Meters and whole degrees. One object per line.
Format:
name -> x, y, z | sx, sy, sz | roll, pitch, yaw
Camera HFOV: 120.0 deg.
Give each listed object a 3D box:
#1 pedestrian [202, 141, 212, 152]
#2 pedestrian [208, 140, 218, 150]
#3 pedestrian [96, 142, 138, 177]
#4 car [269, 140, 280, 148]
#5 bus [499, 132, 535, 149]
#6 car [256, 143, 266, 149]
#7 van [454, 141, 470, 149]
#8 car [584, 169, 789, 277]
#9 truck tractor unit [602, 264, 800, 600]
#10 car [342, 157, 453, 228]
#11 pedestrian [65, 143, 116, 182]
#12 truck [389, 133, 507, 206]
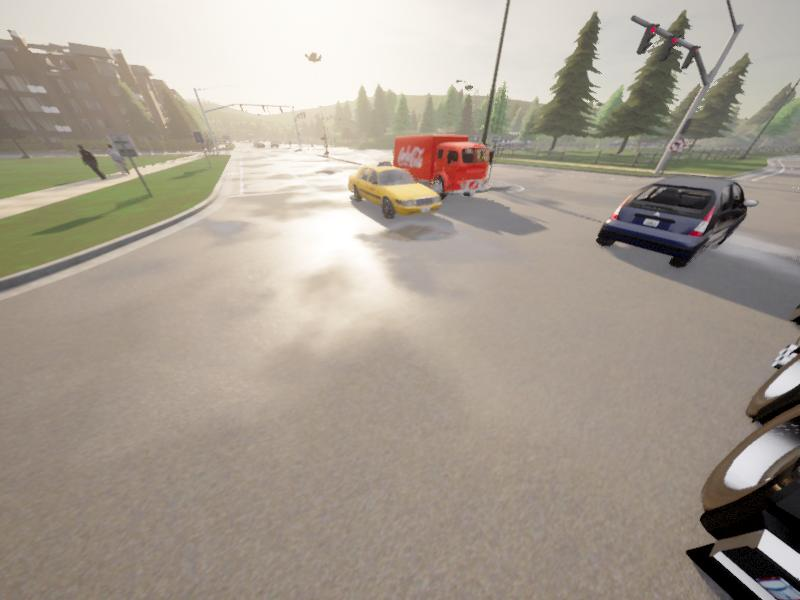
pedestrian -> -36.997, -29.415, 44.265 | 0.751, 1.860, 0.751 | -16, 38, -22
pedestrian -> -39.088, -32.425, 48.300 | 0.751, 1.860, 0.751 | -13, 37, -19
pedestrian -> -18.153, -9.036, 14.885 | 0.751, 1.860, 0.751 | -15, 38, -21
car -> -35.826, -44.521, 66.009 | 1.905, 1.878, 3.866 | -18, 39, -25
bus -> 37.427, -51.048, 73.958 | 10.273, 4.253, 3.944 | -18, 39, -24
car -> -39.143, -43.583, 65.125 | 1.895, 1.301, 4.718 | -18, 39, -25
van -> 18.598, -46.426, 69.135 | 4.442, 1.987, 1.775 | -18, 39, -24
car -> 7.036, -2.164, 5.770 | 3.988, 1.617, 1.851 | -18, 39, -24
truck tractor unit -> 5.112, -0.301, 0.781 | 6.516, 4.208, 3.053 | -18, 39, -24
car -> -0.467, -4.496, 9.075 | 1.801, 1.575, 5.366 | -18, 39, -24
pedestrian -> -17.537, -7.837, 13.167 | 0.751, 1.860, 0.751 | -15, 38, -21
truck -> 1.861, -6.560, 11.294 | 2.627, 2.467, 5.204 | -18, 38, -24
